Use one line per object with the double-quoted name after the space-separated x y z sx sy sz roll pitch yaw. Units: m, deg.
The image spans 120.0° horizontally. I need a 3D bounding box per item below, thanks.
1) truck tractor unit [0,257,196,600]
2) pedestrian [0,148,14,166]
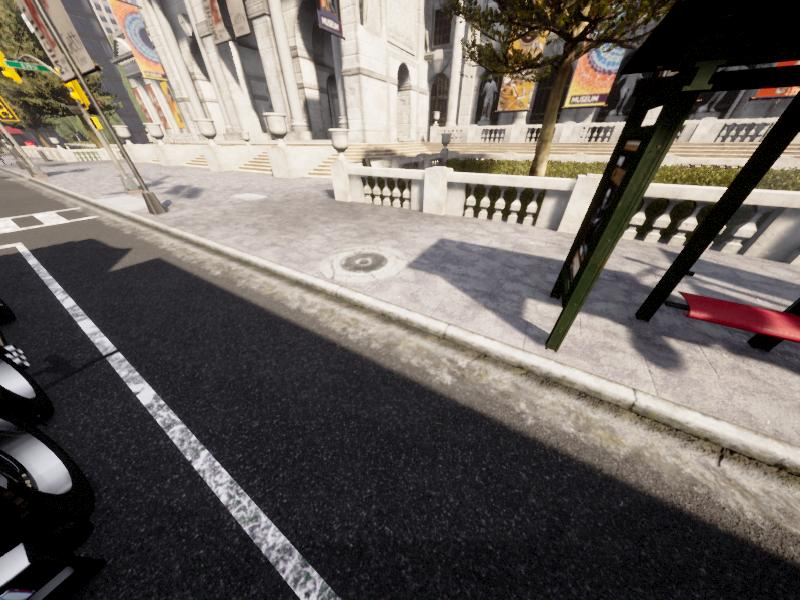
-5.099 -0.313 0.797 6.516 4.208 3.053 19 39 25 "truck tractor unit"
-42.089 -15.171 24.151 0.751 1.860 0.751 -16 38 -21 "pedestrian"
